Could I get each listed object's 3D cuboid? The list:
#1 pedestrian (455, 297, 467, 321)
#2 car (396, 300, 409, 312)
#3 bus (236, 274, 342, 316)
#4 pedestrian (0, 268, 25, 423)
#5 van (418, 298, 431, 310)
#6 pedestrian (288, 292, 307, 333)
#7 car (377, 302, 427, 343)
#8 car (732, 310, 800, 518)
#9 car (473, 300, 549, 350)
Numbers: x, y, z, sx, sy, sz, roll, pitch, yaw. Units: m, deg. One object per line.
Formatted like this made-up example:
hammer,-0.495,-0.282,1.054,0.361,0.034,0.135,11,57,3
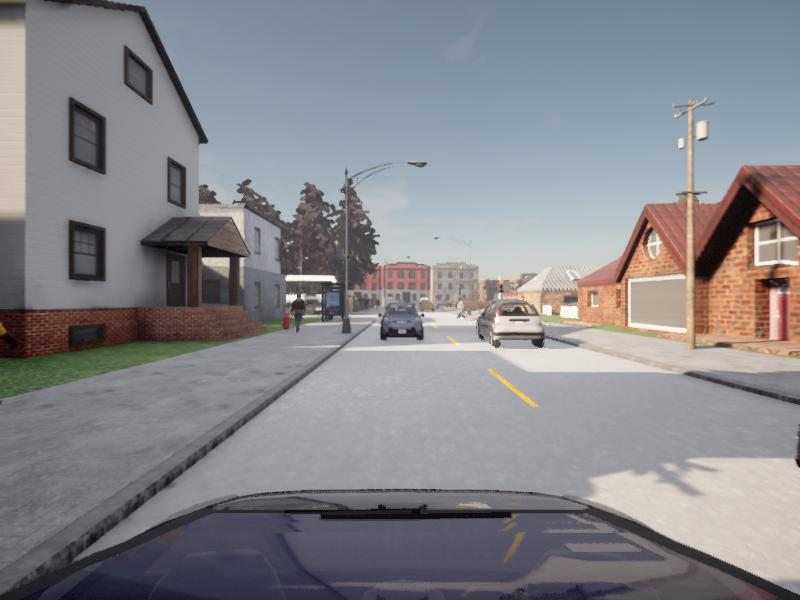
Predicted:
pedestrian,4.675,0.681,30.875,0.751,1.860,0.751,0,0,-5
car,0.355,0.872,59.991,1.851,1.617,3.988,0,0,-1
bus,-11.634,-0.471,42.948,10.273,4.253,3.944,0,0,0
pedestrian,-5.166,0.541,4.737,0.751,1.860,0.751,0,0,0
van,4.350,0.716,72.562,2.069,2.038,4.480,0,0,0
pedestrian,-4.685,0.560,18.342,0.751,1.860,0.751,0,0,-7
car,0.050,0.851,16.519,1.845,1.501,3.633,0,0,-1
car,3.956,0.838,1.077,2.128,1.511,4.902,0,0,1
car,4.002,0.810,15.081,1.851,1.617,3.988,0,0,2
